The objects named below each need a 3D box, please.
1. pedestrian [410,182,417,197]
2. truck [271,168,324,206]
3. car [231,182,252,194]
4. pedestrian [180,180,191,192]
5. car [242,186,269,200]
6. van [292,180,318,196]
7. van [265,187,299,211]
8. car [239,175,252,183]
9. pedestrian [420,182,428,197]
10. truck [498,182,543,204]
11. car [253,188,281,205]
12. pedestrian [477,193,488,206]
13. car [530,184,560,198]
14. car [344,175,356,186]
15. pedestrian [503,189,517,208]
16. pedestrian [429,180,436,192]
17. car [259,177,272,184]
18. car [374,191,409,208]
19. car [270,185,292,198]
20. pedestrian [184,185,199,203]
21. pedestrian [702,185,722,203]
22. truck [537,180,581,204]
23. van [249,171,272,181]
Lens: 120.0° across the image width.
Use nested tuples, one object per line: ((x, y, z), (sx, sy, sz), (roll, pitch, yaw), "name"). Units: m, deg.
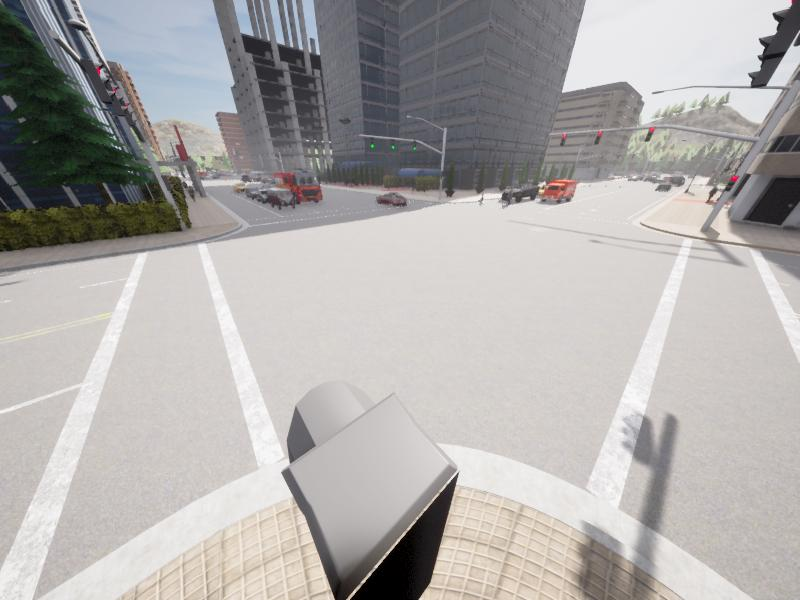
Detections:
((1.968, -16.349, 34.109), (0.751, 1.860, 0.751), (19, 35, 29), "pedestrian")
((-13.322, -14.808, 29.830), (2.891, 3.827, 8.468), (-23, 37, -34), "truck")
((-27.901, -19.660, 40.520), (1.882, 1.535, 5.008), (-23, 37, -34), "car")
((-37.854, -20.185, 40.753), (0.751, 1.860, 0.751), (-15, 33, -24), "pedestrian")
((-21.288, -15.726, 33.851), (2.033, 1.411, 5.357), (-23, 37, -34), "car")
((-15.679, -18.504, 38.070), (4.442, 1.987, 1.775), (25, 39, 36), "van")
((-13.002, -11.136, 25.307), (1.775, 1.987, 4.442), (-23, 37, -34), "van")
((-44.565, -34.933, 66.619), (1.905, 1.878, 3.866), (-23, 37, -34), "car")
((3.548, -16.331, 34.078), (0.751, 1.860, 0.751), (-20, 36, -31), "pedestrian")
((16.129, -14.403, 30.853), (6.274, 2.098, 2.390), (-22, 37, -33), "truck")
((-17.092, -13.309, 29.581), (1.970, 1.475, 3.806), (-23, 37, -34), "car")
((9.654, -11.799, 27.093), (0.751, 1.300, 0.751), (-24, 38, -35), "pedestrian")
((22.172, -16.671, 35.301), (5.366, 1.575, 1.801), (-22, 37, -33), "car")
((-11.925, -28.857, 55.608), (2.390, 2.098, 6.274), (-5, 30, -9), "car")
((12.162, -11.260, 25.599), (0.751, 1.860, 0.751), (-12, 32, -20), "pedestrian")
((5.704, -20.136, 40.657), (0.751, 1.860, 0.751), (-8, 31, -13), "pedestrian")
((-37.582, -33.380, 64.344), (1.970, 1.475, 3.806), (-23, 37, -34), "car")
((-1.042, -11.951, 27.337), (1.994, 1.385, 4.181), (-23, 37, -34), "car")
((-18.233, -16.693, 35.389), (1.845, 1.501, 3.633), (-23, 37, -34), "car")
((-25.187, -12.789, 27.944), (0.751, 1.860, 0.751), (-23, 37, -34), "pedestrian")
((38.000, -12.882, 28.105), (0.751, 1.860, 0.751), (-23, 37, -34), "pedestrian")
((20.639, -14.160, 30.062), (5.204, 2.467, 2.627), (-23, 37, -34), "truck")
((-46.696, -41.509, 77.319), (5.915, 2.561, 1.988), (-23, 37, -34), "van")
